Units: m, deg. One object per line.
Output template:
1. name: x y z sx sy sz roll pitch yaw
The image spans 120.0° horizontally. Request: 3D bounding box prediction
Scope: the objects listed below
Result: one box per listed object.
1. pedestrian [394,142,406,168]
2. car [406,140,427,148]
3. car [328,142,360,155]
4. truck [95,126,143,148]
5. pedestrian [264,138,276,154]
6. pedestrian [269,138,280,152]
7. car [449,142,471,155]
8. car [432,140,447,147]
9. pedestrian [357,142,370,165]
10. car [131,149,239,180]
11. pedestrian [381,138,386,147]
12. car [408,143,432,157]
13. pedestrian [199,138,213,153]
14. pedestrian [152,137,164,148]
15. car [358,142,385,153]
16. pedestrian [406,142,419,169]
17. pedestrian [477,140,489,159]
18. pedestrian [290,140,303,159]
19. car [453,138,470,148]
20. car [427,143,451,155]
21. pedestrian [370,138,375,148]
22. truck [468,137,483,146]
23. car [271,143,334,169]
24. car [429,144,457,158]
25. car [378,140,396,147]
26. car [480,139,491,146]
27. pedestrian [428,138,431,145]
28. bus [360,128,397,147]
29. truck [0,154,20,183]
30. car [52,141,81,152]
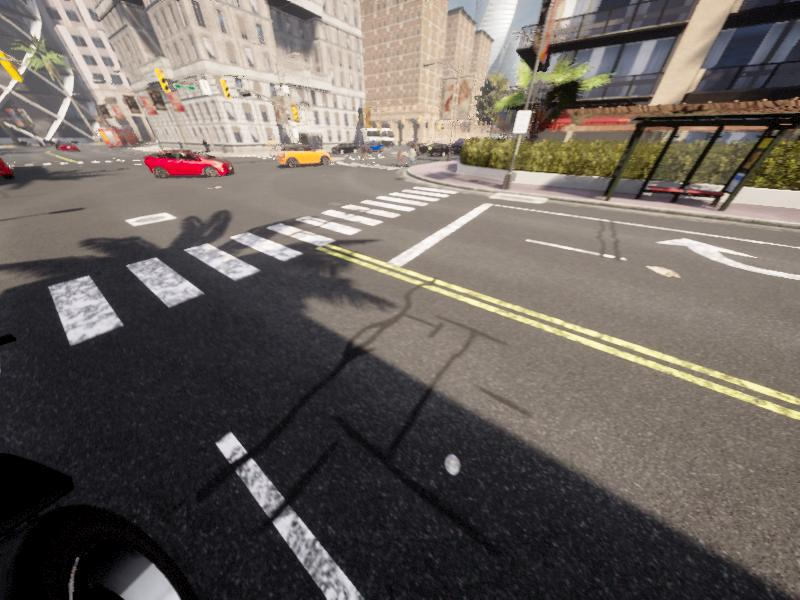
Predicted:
1. pedestrian: -0.013 -12.710 20.272 0.751 1.860 0.751 27 43 33
2. car: 4.317 -41.503 61.365 5.238 1.638 1.930 22 40 27
3. car: -8.777 -24.097 36.696 1.837 1.490 4.892 22 41 27
4. truck: -65.046 -37.964 53.826 2.891 3.827 8.468 -12 37 -17
5. pedestrian: -18.588 -22.019 33.038 0.751 1.860 0.751 12 37 16
6. pedestrian: -20.281 -25.065 37.341 0.751 1.860 0.751 22 40 27
7. car: 9.699 -24.295 37.046 1.851 1.617 3.988 22 40 27
8. car: 10.942 -43.718 64.655 3.633 1.501 1.845 22 40 27
9. pedestrian: -3.495 -13.911 21.943 0.751 1.860 0.751 24 42 30
10. car: -13.708 -8.935 15.126 4.514 1.525 2.007 -6 36 -9
11. pedestrian: -4.048 -38.477 56.503 0.751 1.860 0.751 16 38 21
12. car: 2.933 -22.191 34.048 1.789 1.549 3.705 22 41 27
13. pedestrian: -29.222 -23.309 34.770 0.751 1.860 0.751 24 41 29
14. pedestrian: -49.384 -32.161 47.139 0.751 1.860 0.751 23 41 29
15. car: -4.937 -27.319 41.262 1.882 1.535 5.008 22 40 27
16. pedestrian: 1.089 -12.417 19.858 0.751 1.860 0.751 19 39 24
17. pedestrian: 9.842 -17.907 27.465 0.751 1.860 0.751 -16 38 -22
18. pedestrian: -12.746 -18.555 28.444 0.751 1.860 0.751 26 43 31
19. car: 16.478 -41.843 61.612 2.150 2.045 5.566 22 40 27
20. car: 6.428 -25.105 38.235 2.007 1.525 4.514 22 40 27
21. pedestrian: -6.251 -36.046 53.037 0.751 1.860 0.751 11 37 15
22. truck: 25.272 -52.925 77.027 2.627 2.467 5.204 22 40 27
23. car: -8.669 -13.174 20.953 4.553 1.767 2.097 -28 44 -34
24. car: 6.094 -21.242 32.783 1.837 1.490 4.892 22 40 27
25. car: -3.466 -42.094 62.234 4.514 1.525 2.007 21 40 27
26. car: 27.768 -51.203 75.131 1.905 1.878 3.866 22 40 27
27. pedestrian: 9.121 -49.063 71.631 0.751 1.860 0.751 23 41 29
28. bus: -6.166 -46.800 66.519 10.273 4.253 3.944 22 40 27
29. truck: -26.658 -9.275 13.499 8.468 3.827 2.891 22 41 28
30. car: -55.375 -25.471 38.333 4.181 1.385 1.994 22 41 28
